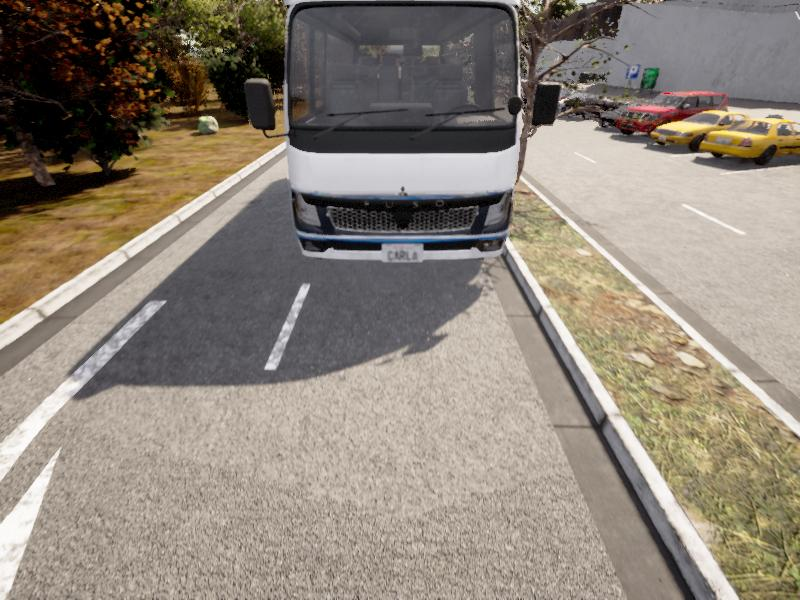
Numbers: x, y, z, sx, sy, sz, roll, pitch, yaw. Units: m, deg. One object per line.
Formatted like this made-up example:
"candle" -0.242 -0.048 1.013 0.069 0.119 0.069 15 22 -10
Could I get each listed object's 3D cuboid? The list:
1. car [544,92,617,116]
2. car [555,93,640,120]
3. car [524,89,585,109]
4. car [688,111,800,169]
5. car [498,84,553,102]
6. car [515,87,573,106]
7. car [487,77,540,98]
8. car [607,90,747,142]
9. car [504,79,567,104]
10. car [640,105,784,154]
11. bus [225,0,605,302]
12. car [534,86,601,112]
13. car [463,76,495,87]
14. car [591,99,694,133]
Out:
"car" 13.772 -15.029 30.610 4.674 1.452 2.002 -10 32 -18
"car" 13.766 -13.567 27.990 5.008 1.535 2.097 -10 31 -18
"car" 13.767 -18.030 35.805 4.674 1.452 2.002 -10 32 -18
"car" 13.959 -6.111 15.045 5.366 1.575 1.946 -10 31 -18
"car" 13.585 -22.582 43.513 5.366 1.575 1.946 -10 32 -18
"car" 13.788 -19.562 38.414 4.792 1.488 2.163 -10 32 -18
"car" 13.729 -25.864 48.606 5.566 2.045 2.435 -10 33 -18
"car" 13.760 -9.286 20.046 5.566 2.045 2.435 -10 32 -18
"car" 13.788 -21.315 40.863 5.566 2.045 2.435 -10 32 -18
"car" 13.609 -7.549 17.524 5.366 1.575 1.946 -10 32 -18
"bus" 0.126 -4.392 9.349 3.944 4.253 10.273 0 30 0
"car" 13.799 -16.678 33.134 4.553 1.767 2.185 -10 32 -18
"car" 13.704 -37.915 69.388 4.792 1.488 2.163 -10 33 -18
"car" 13.752 -10.542 22.788 4.792 1.488 2.163 -10 32 -18
